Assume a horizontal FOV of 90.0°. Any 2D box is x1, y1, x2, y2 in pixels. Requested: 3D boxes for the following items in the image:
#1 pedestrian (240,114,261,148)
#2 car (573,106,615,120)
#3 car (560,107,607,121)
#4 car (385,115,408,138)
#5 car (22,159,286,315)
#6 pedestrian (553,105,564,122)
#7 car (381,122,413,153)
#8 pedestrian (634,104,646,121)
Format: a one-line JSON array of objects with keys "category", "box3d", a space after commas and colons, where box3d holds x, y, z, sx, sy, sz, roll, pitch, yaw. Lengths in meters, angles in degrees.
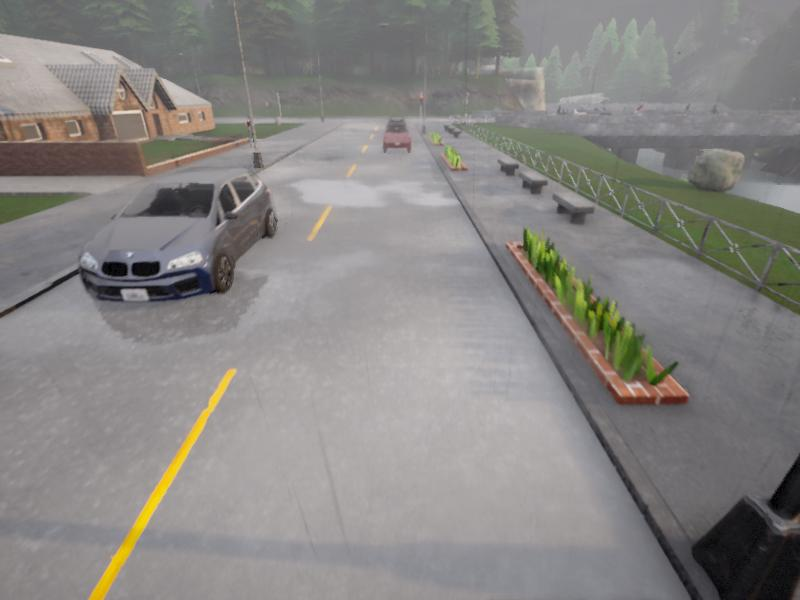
[{"category": "pedestrian", "box3d": [-9.250, -10.507, 24.860, 0.751, 1.860, 0.751, -1, 27, -1]}, {"category": "car", "box3d": [27.166, -26.312, 56.235, 4.611, 1.667, 2.242, 0, 27, 0]}, {"category": "car", "box3d": [24.085, -24.475, 52.658, 4.974, 1.542, 2.038, 0, 27, 0]}, {"category": "car", "box3d": [-0.276, -14.525, 33.380, 1.816, 1.474, 4.193, 0, 27, 0]}, {"category": "car", "box3d": [-4.045, -1.565, 7.886, 2.242, 1.667, 4.611, 0, 27, 0]}, {"category": "pedestrian", "box3d": [18.922, -22.259, 47.712, 0.751, 1.860, 0.751, 0, 27, 0]}, {"category": "car", "box3d": [-0.174, -10.004, 24.493, 1.845, 1.501, 3.633, 0, 27, 0]}, {"category": "pedestrian", "box3d": [29.317, -22.875, 48.885, 0.751, 1.860, 0.751, 4, 27, 9]}]
